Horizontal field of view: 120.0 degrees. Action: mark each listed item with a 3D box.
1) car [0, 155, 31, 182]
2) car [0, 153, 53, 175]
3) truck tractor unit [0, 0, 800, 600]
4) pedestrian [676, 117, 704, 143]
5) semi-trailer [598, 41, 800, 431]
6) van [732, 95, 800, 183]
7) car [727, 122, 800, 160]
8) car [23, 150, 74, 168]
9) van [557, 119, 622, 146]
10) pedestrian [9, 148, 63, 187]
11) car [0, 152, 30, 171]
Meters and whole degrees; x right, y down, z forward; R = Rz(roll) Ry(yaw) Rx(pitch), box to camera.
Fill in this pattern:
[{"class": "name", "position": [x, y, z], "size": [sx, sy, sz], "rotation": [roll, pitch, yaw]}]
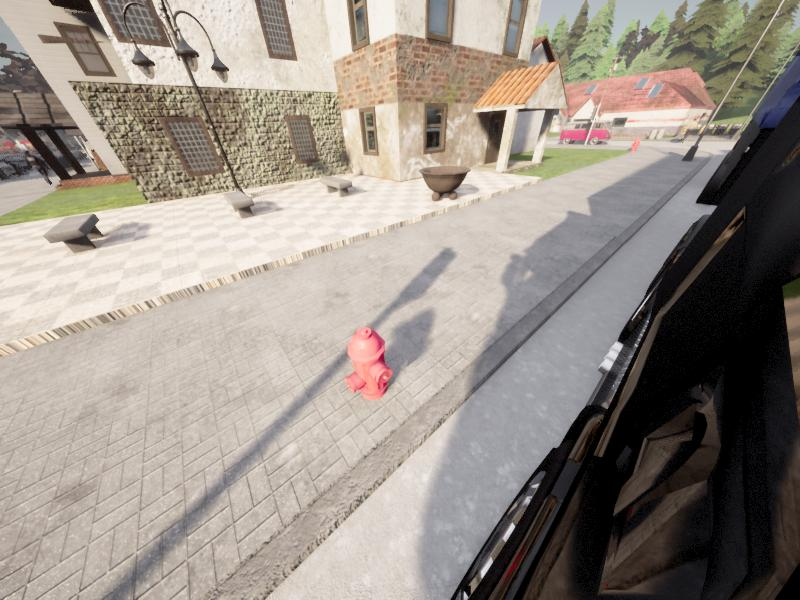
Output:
[{"class": "car", "position": [-32.743, -10.494, 18.434], "size": [2.038, 1.542, 4.974], "rotation": [-28, 43, -30]}, {"class": "car", "position": [-37.289, -13.586, 22.988], "size": [1.994, 1.385, 4.181], "rotation": [-28, 44, -30]}, {"class": "truck tractor unit", "position": [2.645, -0.295, 0.352], "size": [6.516, 4.208, 3.053], "rotation": [-28, 44, -30]}, {"class": "pedestrian", "position": [26.307, -15.412, 20.996], "size": [0.751, 1.860, 0.751], "rotation": [-24, 42, -26]}, {"class": "semi-trailer", "position": [8.682, -3.617, 4.242], "size": [14.254, 4.402, 2.717], "rotation": [-28, 44, -30]}, {"class": "van", "position": [16.591, -6.757, 9.524], "size": [5.915, 2.561, 1.988], "rotation": [-26, 43, -28]}, {"class": "car", "position": [21.443, -9.337, 13.478], "size": [1.789, 1.549, 3.705], "rotation": [25, 45, 32]}, {"class": "car", "position": [-42.363, -17.120, 28.008], "size": [2.033, 1.411, 5.357], "rotation": [-28, 44, -30]}, {"class": "van", "position": [19.198, -17.169, 23.723], "size": [1.775, 1.987, 4.442], "rotation": [-28, 43, -30]}, {"class": "pedestrian", "position": [-21.600, -7.900, 13.782], "size": [0.751, 1.860, 0.751], "rotation": [-27, 43, -29]}, {"class": "car", "position": [-46.116, -16.005, 26.677], "size": [2.163, 1.488, 4.792], "rotation": [-28, 44, -30]}]
